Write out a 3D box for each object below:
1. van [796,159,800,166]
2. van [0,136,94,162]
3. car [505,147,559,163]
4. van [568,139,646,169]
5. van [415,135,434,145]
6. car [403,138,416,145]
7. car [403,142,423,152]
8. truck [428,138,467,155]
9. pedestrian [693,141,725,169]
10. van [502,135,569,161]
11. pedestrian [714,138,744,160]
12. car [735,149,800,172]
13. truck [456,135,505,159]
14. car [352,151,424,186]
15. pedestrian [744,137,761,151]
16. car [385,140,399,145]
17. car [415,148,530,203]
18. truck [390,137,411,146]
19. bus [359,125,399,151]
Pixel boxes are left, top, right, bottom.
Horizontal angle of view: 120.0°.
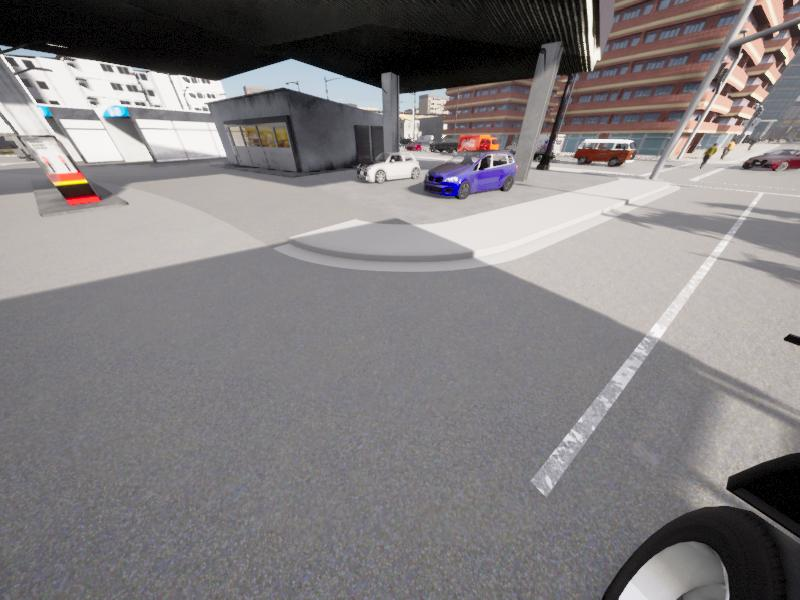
[{"bbox_3d":[38.056,-13.151,20.550,4.480,2.038,2.069,-22,41,-28],"label":"van"},{"bbox_3d":[-45.288,-19.685,29.971,1.988,2.561,5.915,9,36,13],"label":"van"},{"bbox_3d":[14.670,-16.376,25.937,1.895,1.301,4.718,-23,41,-29],"label":"car"},{"bbox_3d":[18.695,-13.449,21.107,2.069,2.038,4.480,-23,41,-29],"label":"van"},{"bbox_3d":[8.178,-54.067,77.971,6.366,2.431,2.351,-23,41,-27],"label":"van"},{"bbox_3d":[3.233,-54.243,78.855,3.866,1.878,1.905,-23,41,-27],"label":"car"},{"bbox_3d":[2.478,-29.559,44.535,1.845,1.501,3.633,-23,41,-29],"label":"car"},{"bbox_3d":[7.721,-25.634,38.431,2.390,2.098,6.274,-23,41,-28],"label":"truck"},{"bbox_3d":[25.258,-11.866,18.929,0.751,1.860,0.751,29,44,35],"label":"pedestrian"},{"bbox_3d":[16.410,-18.894,28.517,2.351,2.431,6.366,-23,41,-28],"label":"van"},{"bbox_3d":[34.180,-15.703,24.049,0.751,1.860,0.751,5,36,8],"label":"pedestrian"},{"bbox_3d":[29.775,-10.916,18.018,4.181,1.385,1.994,-4,35,-6],"label":"car"},{"bbox_3d":[10.383,-20.248,30.445,2.627,2.467,5.204,-23,41,-28],"label":"truck"},{"bbox_3d":[-0.678,-8.089,14.028,3.806,1.475,1.970,-22,41,-28],"label":"car"},{"bbox_3d":[57.198,-25.288,37.497,0.751,1.860,0.751,-24,41,-29],"label":"pedestrian"},{"bbox_3d":[-2.606,-51.606,75.750,4.181,1.385,1.994,-22,41,-27],"label":"car"},{"bbox_3d":[3.241,-5.775,10.436,4.611,1.667,2.242,-22,41,-28],"label":"car"},{"bbox_3d":[0.189,-50.581,73.635,6.274,2.098,2.390,-23,41,-27],"label":"truck"},{"bbox_3d":[-4.760,-36.282,51.749,3.944,4.253,10.273,-23,41,-29],"label":"bus"}]
